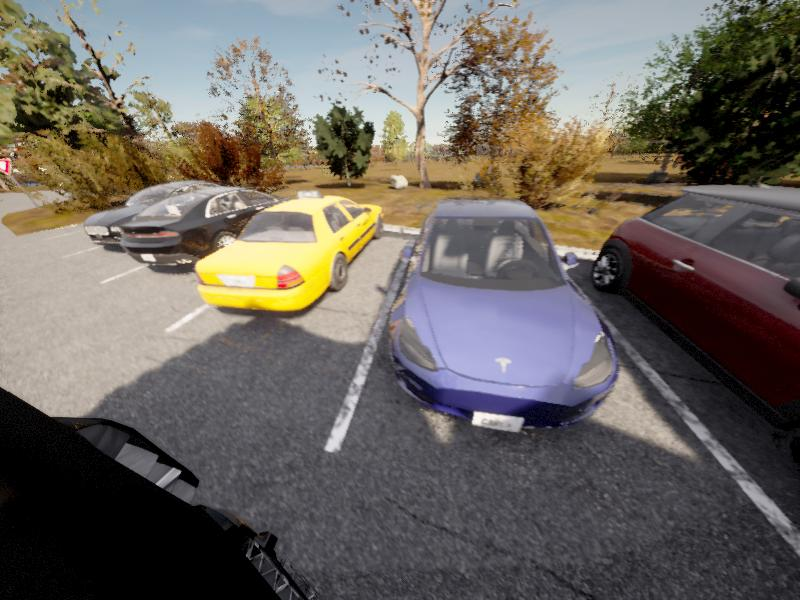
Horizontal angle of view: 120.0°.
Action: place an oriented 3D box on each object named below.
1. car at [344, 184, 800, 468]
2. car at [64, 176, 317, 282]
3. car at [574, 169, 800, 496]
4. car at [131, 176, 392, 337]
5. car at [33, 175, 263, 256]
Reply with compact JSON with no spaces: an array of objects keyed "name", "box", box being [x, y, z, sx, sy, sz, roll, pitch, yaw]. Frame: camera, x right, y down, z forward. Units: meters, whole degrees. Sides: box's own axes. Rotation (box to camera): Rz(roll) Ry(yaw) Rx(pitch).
[{"name":"car","box":[1.169,-0.665,3.576,2.163,1.488,4.792,4,33,9]},{"name":"car","box":[-4.703,-2.386,6.542,2.231,1.521,4.892,4,33,10]},{"name":"car","box":[4.106,0.015,2.061,2.185,1.767,4.553,4,33,9]},{"name":"car","box":[-1.739,-1.649,5.217,1.946,1.575,5.366,4,33,10]},{"name":"car","box":[-7.632,-3.235,8.032,2.231,1.521,4.892,4,33,9]}]
